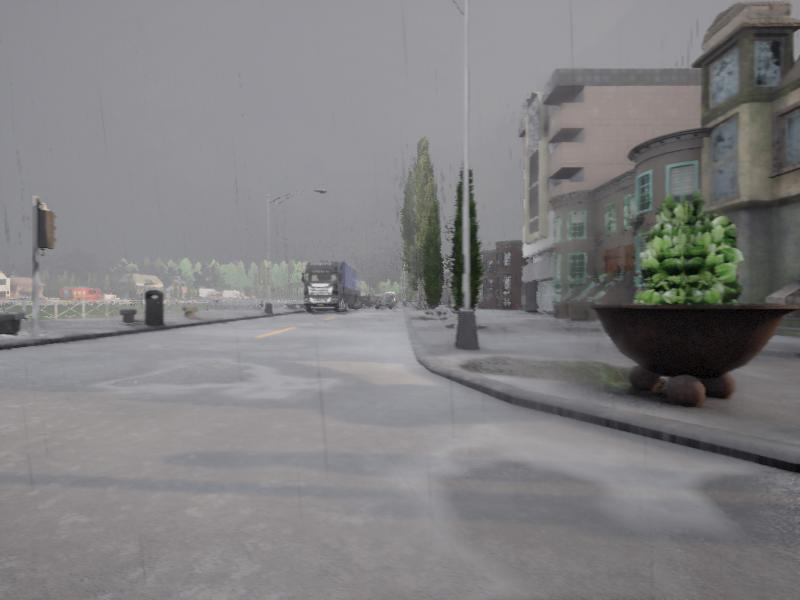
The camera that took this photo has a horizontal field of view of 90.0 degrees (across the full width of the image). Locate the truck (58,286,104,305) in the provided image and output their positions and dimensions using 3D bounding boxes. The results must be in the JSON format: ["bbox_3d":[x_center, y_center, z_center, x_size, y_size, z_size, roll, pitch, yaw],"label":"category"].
[{"bbox_3d":[-67.589,-0.969,85.040,2.891,3.827,8.468,0,0,0],"label":"truck"}]

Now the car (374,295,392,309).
[{"bbox_3d":[-1.855,0.215,44.892,1.789,1.549,3.705,0,0,0],"label":"car"}]

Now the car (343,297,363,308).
[{"bbox_3d":[-5.827,0.305,49.857,1.994,1.385,4.181,0,0,0],"label":"car"}]

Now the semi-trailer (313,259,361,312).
[{"bbox_3d":[-5.957,-1.221,40.538,2.717,4.402,14.254,0,0,0],"label":"semi-trailer"}]

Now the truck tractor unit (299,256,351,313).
[{"bbox_3d":[-5.893,-1.126,32.626,3.053,4.208,6.516,0,0,-1],"label":"truck tractor unit"}]

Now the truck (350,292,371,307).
[{"bbox_3d":[-5.827,-0.062,59.445,2.390,2.098,6.274,0,0,0],"label":"truck"}]
